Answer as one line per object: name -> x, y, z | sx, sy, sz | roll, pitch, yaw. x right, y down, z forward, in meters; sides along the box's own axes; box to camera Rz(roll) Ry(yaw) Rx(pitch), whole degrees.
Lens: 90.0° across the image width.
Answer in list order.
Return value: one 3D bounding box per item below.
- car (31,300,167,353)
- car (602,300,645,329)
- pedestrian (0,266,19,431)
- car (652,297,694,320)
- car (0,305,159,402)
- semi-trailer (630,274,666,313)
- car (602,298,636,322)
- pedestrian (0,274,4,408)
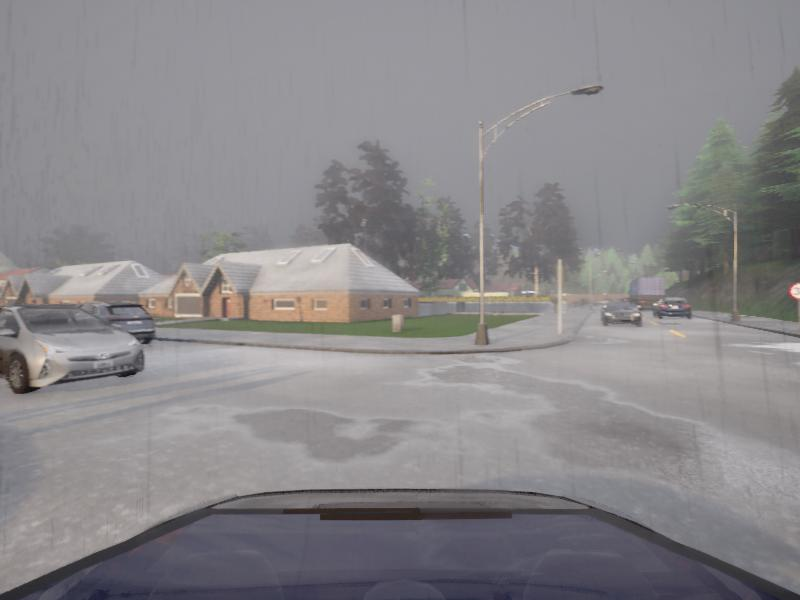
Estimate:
car -> -11.020, 0.855, 14.607 | 4.856, 1.649, 2.033 | 0, 0, 27
car -> 13.384, 0.762, 24.195 | 2.038, 1.542, 4.974 | 0, 0, 27
pedestrian -> -4.894, 0.550, 4.368 | 0.751, 1.860, 0.751 | 0, 0, -5
car -> 22.206, 0.646, 32.736 | 2.242, 1.667, 4.611 | 0, 0, 27
car -> -7.417, 0.880, 8.305 | 4.514, 1.525, 2.007 | 0, 0, 27
semi-trailer -> 32.092, -0.775, 52.219 | 2.717, 4.402, 14.254 | 0, 0, 27
car -> 16.601, 0.702, 30.528 | 2.152, 1.651, 5.027 | 0, 0, 27
pedestrian -> -5.791, 0.564, 5.145 | 0.751, 1.860, 0.751 | 0, 0, -23
